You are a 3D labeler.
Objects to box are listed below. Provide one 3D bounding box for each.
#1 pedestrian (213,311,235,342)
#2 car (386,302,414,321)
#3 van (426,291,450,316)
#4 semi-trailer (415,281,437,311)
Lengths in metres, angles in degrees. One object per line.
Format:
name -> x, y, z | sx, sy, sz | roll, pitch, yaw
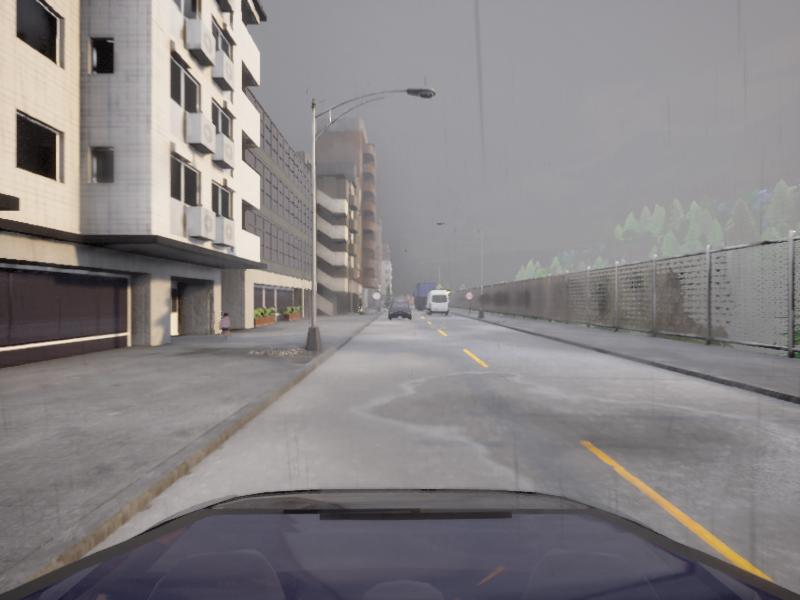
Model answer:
pedestrian -> -6.356, 0.938, 14.453 | 0.500, 1.100, 0.500 | 0, 0, 13
car -> -0.001, 0.896, 32.546 | 2.033, 1.411, 5.357 | 0, 0, 0
van -> 4.005, 0.324, 43.339 | 1.988, 2.561, 5.915 | 0, 0, 0
semi-trailer -> 4.004, -0.618, 65.356 | 2.717, 4.402, 14.254 | 0, 0, 0
